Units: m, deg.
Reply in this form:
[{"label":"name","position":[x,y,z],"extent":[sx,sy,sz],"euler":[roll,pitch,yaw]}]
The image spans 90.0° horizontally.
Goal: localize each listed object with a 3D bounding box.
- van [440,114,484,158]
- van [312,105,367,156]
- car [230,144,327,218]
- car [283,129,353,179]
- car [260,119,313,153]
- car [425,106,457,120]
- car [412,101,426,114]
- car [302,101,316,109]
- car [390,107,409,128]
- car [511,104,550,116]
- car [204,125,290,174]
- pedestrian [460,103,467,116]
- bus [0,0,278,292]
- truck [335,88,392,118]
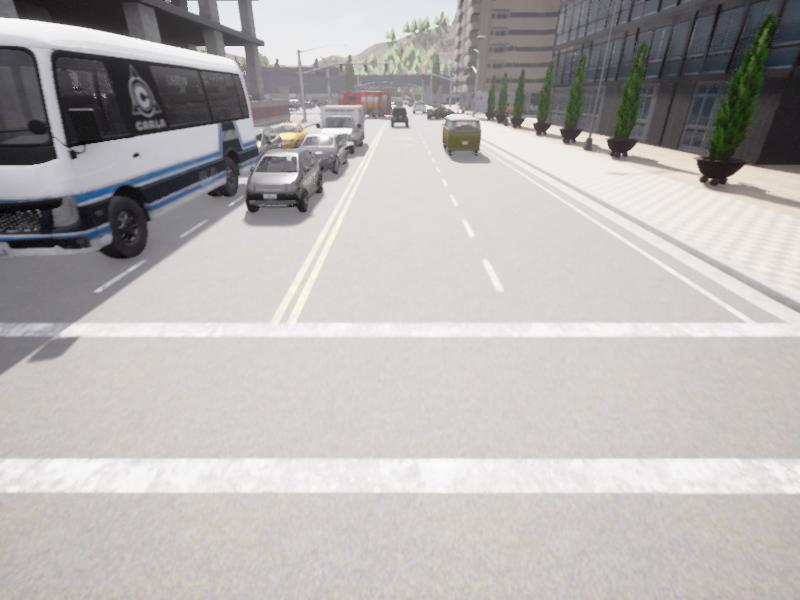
[{"label":"van","position":[3.483,-9.638,23.259],"extent":[1.775,1.987,4.442],"euler":[0,27,0]},{"label":"van","position":[-3.520,-10.605,24.676],"extent":[2.351,2.431,6.366],"euler":[0,27,0]},{"label":"car","position":[-3.508,-3.816,12.390],"extent":[1.789,1.549,3.705],"euler":[0,27,0]},{"label":"car","position":[-3.511,-6.729,18.119],"extent":[2.128,1.511,4.902],"euler":[0,27,0]},{"label":"car","position":[-7.018,-10.469,25.346],"extent":[1.801,1.575,5.366],"euler":[0,27,0]},{"label":"car","position":[5.720,-26.054,55.717],"extent":[4.514,1.525,2.007],"euler":[-24,36,-39]},{"label":"car","position":[3.447,-35.341,73.341],"extent":[2.150,2.045,5.566],"euler":[0,27,0]},{"label":"car","position":[-21.174,-45.389,93.193],"extent":[2.242,1.667,4.611],"euler":[0,27,0]},{"label":"car","position":[-0.030,-19.541,42.689],"extent":[1.905,1.878,3.866],"euler":[0,27,0]},{"label":"car","position":[20.660,-30.150,63.500],"extent":[5.238,1.638,1.930],"euler":[0,27,0]},{"label":"car","position":[-7.014,-7.280,19.024],"extent":[2.242,1.667,4.611],"euler":[0,27,0]},{"label":"pedestrian","position":[9.965,-30.050,63.039],"extent":[0.751,1.860,0.751],"euler":[-8,28,-14]},{"label":"bus","position":[-6.888,-4.384,10.547],"extent":[3.944,4.253,10.273],"euler":[0,27,0]},{"label":"truck","position":[-5.527,-29.647,60.172],"extent":[8.468,3.827,2.891],"euler":[18,32,31]}]
